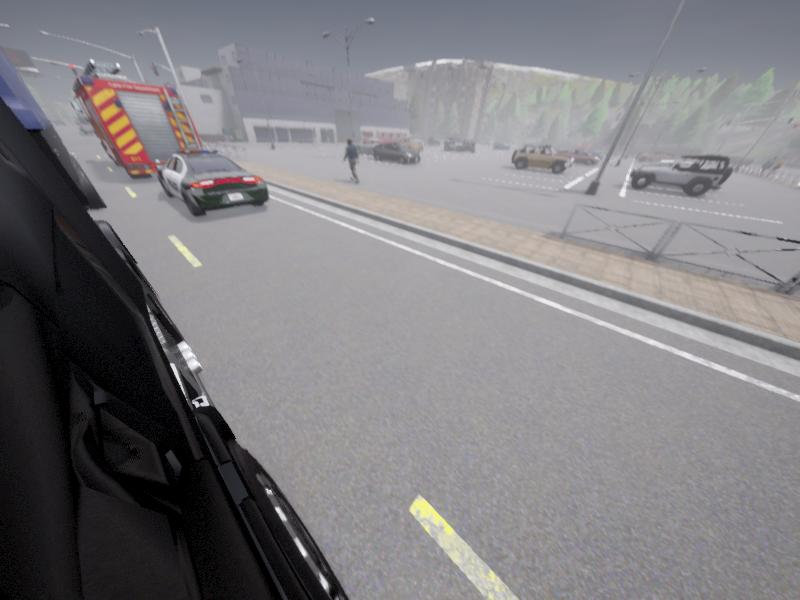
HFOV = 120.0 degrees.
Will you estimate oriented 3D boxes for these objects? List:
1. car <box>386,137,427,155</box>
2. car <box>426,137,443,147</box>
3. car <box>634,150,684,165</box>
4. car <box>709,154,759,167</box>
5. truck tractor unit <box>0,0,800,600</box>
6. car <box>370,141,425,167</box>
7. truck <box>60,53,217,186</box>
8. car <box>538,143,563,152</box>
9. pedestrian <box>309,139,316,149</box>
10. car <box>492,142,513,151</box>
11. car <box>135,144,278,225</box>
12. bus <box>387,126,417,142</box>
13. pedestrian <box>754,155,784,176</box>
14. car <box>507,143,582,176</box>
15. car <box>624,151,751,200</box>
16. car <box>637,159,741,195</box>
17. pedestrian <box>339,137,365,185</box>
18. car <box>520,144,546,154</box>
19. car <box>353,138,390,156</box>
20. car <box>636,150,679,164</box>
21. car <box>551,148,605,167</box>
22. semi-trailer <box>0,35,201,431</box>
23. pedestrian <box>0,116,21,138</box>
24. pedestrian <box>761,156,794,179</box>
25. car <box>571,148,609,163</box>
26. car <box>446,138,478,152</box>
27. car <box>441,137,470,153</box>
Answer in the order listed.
[{"bbox_3d":[0.731,-20.068,30.034,5.027,1.636,2.152,28,43,31],"label":"car"},{"bbox_3d":[8.137,-37.401,54.767,1.905,1.878,3.866,28,43,31],"label":"car"},{"bbox_3d":[40.601,-22.544,36.458,5.027,1.636,2.152,28,43,31],"label":"car"},{"bbox_3d":[62.003,-25.993,42.985,2.163,1.488,4.792,-10,38,-18],"label":"car"},{"bbox_3d":[-2.645,-0.295,0.351,6.516,4.208,3.053,28,44,30],"label":"truck tractor unit"},{"bbox_3d":[-0.299,-12.698,20.004,4.514,1.523,2.007,28,43,31],"label":"car"},{"bbox_3d":[-13.083,-8.622,11.523,8.468,3.827,2.891,28,43,31],"label":"truck"},{"bbox_3d":[38.867,-39.482,59.762,4.605,1.855,1.932,28,43,30],"label":"car"},{"bbox_3d":[-11.647,-20.798,30.812,0.500,1.100,0.500,28,43,31],"label":"pedestrian"},{"bbox_3d":[22.939,-34.456,51.835,3.633,1.501,1.845,28,43,31],"label":"car"},{"bbox_3d":[-6.412,-4.047,7.598,4.974,1.542,2.038,28,43,31],"label":"car"},{"bbox_3d":[0.422,-58.228,81.089,10.273,4.253,3.944,28,43,30],"label":"bus"},{"bbox_3d":[39.469,-14.368,24.734,0.751,1.860,0.751,29,43,31],"label":"pedestrian"},{"bbox_3d":[11.812,-11.708,19.108,4.605,1.855,1.932,28,43,31],"label":"car"},{"bbox_3d":[15.606,-7.133,12.994,3.866,1.878,1.905,28,43,31],"label":"car"},{"bbox_3d":[18.231,-8.056,14.935,3.806,1.475,1.970,28,43,31],"label":"car"},{"bbox_3d":[-2.221,-6.543,10.906,0.751,1.860,0.751,31,44,33],"label":"pedestrian"},{"bbox_3d":[26.595,-30.168,46.161,3.806,1.475,1.970,28,43,31],"label":"car"},{"bbox_3d":[-3.225,-17.167,25.884,3.806,1.475,1.970,28,43,31],"label":"car"},{"bbox_3d":[42.613,-23.881,38.460,4.514,1.523,2.007,28,43,31],"label":"car"},{"bbox_3d":[20.489,-16.507,26.684,4.514,1.523,2.007,28,43,31],"label":"car"},{"bbox_3d":[-8.689,-3.567,4.311,14.254,4.402,2.717,28,43,30],"label":"semi-trailer"},{"bbox_3d":[-40.269,-17.671,23.597,0.751,1.860,0.751,20,39,23],"label":"pedestrian"},{"bbox_3d":[37.787,-13.296,23.136,0.751,1.860,0.751,29,43,32],"label":"pedestrian"},{"bbox_3d":[27.056,-20.686,32.950,3.633,1.501,1.845,28,43,31],"label":"car"},{"bbox_3d":[10.691,-26.901,40.073,4.605,1.855,1.932,28,43,31],"label":"car"},{"bbox_3d":[9.103,-25.525,38.025,3.866,1.878,1.905,28,43,31],"label":"car"}]
